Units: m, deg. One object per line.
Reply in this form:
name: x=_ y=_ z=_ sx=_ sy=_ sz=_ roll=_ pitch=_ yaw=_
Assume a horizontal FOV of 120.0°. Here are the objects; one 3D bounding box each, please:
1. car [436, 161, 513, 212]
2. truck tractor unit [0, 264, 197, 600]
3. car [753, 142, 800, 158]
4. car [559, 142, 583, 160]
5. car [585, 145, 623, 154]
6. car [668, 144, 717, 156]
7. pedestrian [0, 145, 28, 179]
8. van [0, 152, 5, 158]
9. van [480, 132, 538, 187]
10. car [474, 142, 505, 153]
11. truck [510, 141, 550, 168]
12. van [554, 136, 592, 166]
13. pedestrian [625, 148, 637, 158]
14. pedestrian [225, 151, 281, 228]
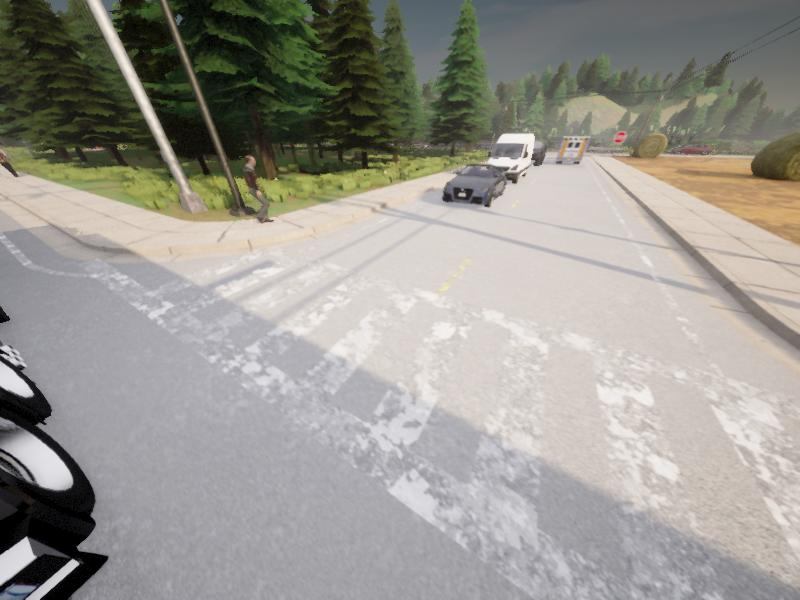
car: x=3.440 y=-5.226 z=10.293 sx=1.994 sy=1.385 sz=4.181 roll=19 pitch=39 yaw=25
truck tractor unit: x=-5.110 y=-0.301 z=0.778 sx=6.516 sy=4.208 sz=3.053 roll=18 pitch=39 yaw=24
car: x=52.306 y=-20.113 z=30.991 sx=4.856 sy=1.649 sz=2.033 roll=21 pitch=40 yaw=27
car: x=22.398 y=-19.646 z=30.364 sx=1.905 sy=1.878 sz=3.866 roll=19 pitch=39 yaw=25
car: x=35.421 y=-26.285 z=40.247 sx=4.718 sy=1.301 sz=1.895 roll=18 pitch=39 yaw=24
car: x=44.552 y=-23.002 z=35.318 sx=4.193 sy=1.474 sz=1.816 roll=21 pitch=40 yaw=27
pedestrian: x=-26.376 y=-9.212 z=15.435 sx=0.751 sy=1.860 sz=0.751 roll=20 pitch=40 yaw=27
van: x=-64.331 y=-22.300 z=34.271 sx=2.351 sy=2.431 sz=6.366 roll=-14 pitch=37 yaw=-19
van: x=7.295 y=-9.389 z=15.210 sx=1.988 sy=2.561 sz=5.915 roll=19 pitch=39 yaw=25
car: x=17.968 y=-30.766 z=46.492 sx=5.238 sy=1.638 sz=1.930 roll=21 pitch=40 yaw=27
truck: x=13.341 y=-14.938 z=23.503 sx=2.390 sy=2.098 sz=6.274 roll=19 pitch=39 yaw=25
van: x=18.690 y=-16.327 z=25.166 sx=2.351 sy=2.431 sz=6.366 roll=19 pitch=39 yaw=25
pedestrian: x=28.889 y=-18.389 z=28.887 sx=0.500 sy=1.100 sz=0.500 roll=3 pitch=35 yaw=5
pedestrian: x=-4.137 y=-3.176 z=6.670 sx=0.751 sy=1.860 sz=0.751 roll=-13 pitch=37 yaw=-17
